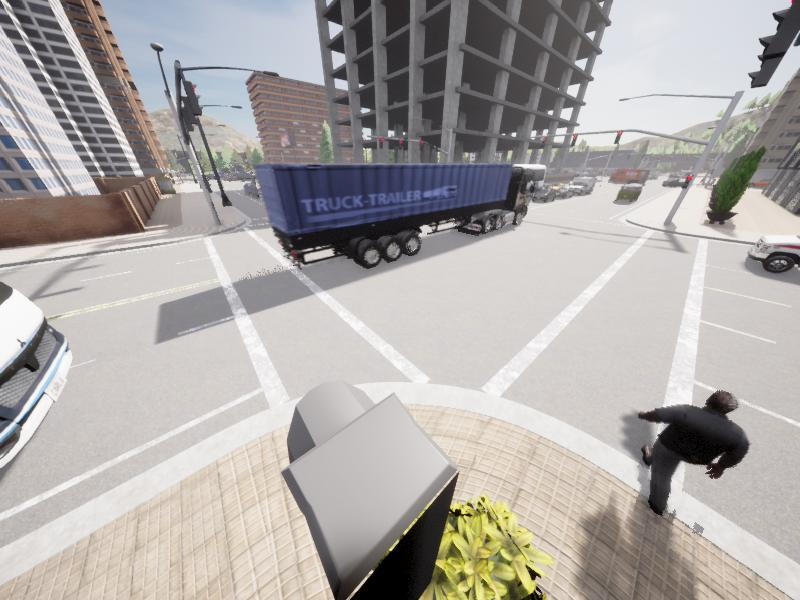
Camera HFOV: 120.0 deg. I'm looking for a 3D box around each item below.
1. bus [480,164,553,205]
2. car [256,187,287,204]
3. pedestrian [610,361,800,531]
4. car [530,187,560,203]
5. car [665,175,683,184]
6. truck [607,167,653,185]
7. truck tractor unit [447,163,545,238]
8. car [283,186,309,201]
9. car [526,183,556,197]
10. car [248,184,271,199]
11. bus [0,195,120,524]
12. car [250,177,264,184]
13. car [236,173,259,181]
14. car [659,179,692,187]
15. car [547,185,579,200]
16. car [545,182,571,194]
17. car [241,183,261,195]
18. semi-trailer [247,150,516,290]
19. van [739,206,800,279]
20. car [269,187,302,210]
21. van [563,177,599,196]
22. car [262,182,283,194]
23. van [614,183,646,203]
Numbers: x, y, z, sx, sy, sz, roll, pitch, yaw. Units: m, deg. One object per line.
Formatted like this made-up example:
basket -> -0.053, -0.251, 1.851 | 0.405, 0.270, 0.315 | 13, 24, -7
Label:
bus -> 15.792, -15.784, 31.093 | 10.273, 4.253, 3.944 | -23, 37, -34
car -> -17.016, -13.831, 30.482 | 2.163, 1.488, 4.792 | -23, 37, -34
pedestrian -> 3.542, 1.817, 2.862 | 0.751, 1.860, 0.751 | 19, 35, 29
car -> 19.024, -13.768, 30.300 | 3.705, 1.549, 1.789 | -23, 37, -34
car -> 74.718, -32.882, 62.921 | 5.566, 2.045, 2.150 | -23, 37, -34
truck -> 59.251, -32.284, 60.014 | 2.891, 3.827, 8.468 | 0, 31, 0
truck tractor unit -> 6.941, -7.541, 16.840 | 6.516, 4.208, 3.053 | -23, 37, -34
car -> -14.901, -15.280, 33.028 | 1.812, 1.442, 4.674 | -22, 37, -34
car -> 22.490, -17.570, 36.767 | 4.611, 1.667, 2.242 | -23, 37, -34
car -> -21.131, -16.369, 34.750 | 1.851, 1.617, 3.988 | -22, 37, -34
bus -> -9.886, 1.753, 0.718 | 10.273, 4.253, 3.944 | -23, 37, -34
car -> -39.141, -32.709, 63.132 | 2.007, 1.525, 4.514 | -22, 37, -34
car -> -49.611, -39.934, 75.134 | 5.566, 2.045, 2.150 | -23, 37, -34
car -> 61.453, -26.043, 51.526 | 4.514, 1.525, 2.007 | -1, 30, -2
car -> 23.938, -15.821, 33.898 | 4.902, 1.511, 2.128 | -23, 37, -34
car -> 27.903, -19.813, 40.743 | 5.366, 1.575, 1.801 | -23, 37, -34
car -> -25.067, -18.693, 38.909 | 1.816, 1.474, 4.193 | -22, 37, -34
semi-trailer -> 0.877, -5.081, 12.388 | 14.254, 4.402, 2.717 | -23, 37, -34
van -> 18.458, -1.625, 8.393 | 2.351, 2.431, 6.366 | -23, 37, -34
car -> -13.065, -11.646, 26.299 | 1.932, 1.855, 4.605 | -21, 36, -32
van -> 29.749, -18.670, 37.915 | 6.366, 2.431, 2.351 | -23, 37, -34
car -> -22.848, -20.105, 41.335 | 1.837, 1.490, 4.892 | -22, 37, -33
van -> 30.539, -14.233, 30.671 | 4.442, 1.987, 1.775 | -23, 37, -34
